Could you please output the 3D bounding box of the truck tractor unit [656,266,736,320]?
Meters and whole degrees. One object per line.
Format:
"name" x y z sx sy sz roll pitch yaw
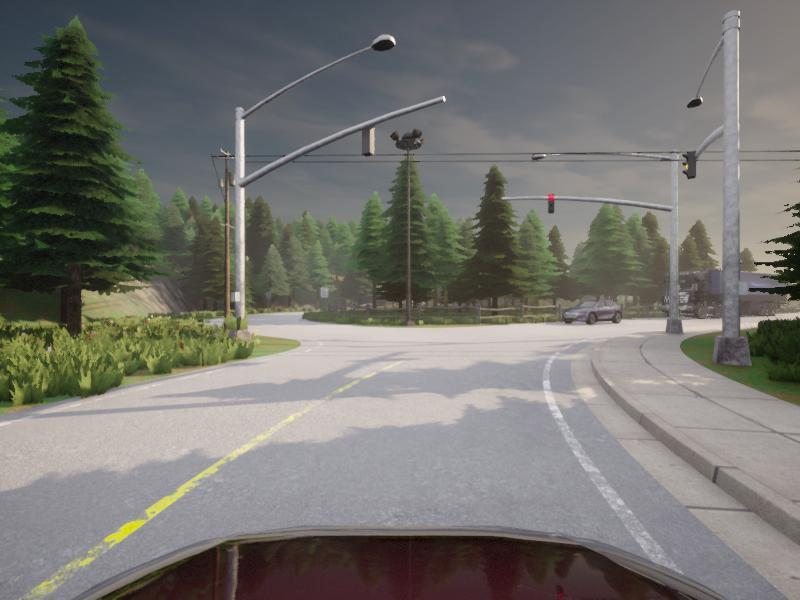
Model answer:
"truck tractor unit" 25.109 -0.522 33.912 6.516 4.208 3.053 0 0 -29

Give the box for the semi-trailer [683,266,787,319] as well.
"semi-trailer" 31.996 -0.618 37.812 14.254 4.402 2.717 0 0 -29

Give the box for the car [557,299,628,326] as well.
"car" 13.015 0.778 26.981 4.856 1.649 2.033 0 0 -31
